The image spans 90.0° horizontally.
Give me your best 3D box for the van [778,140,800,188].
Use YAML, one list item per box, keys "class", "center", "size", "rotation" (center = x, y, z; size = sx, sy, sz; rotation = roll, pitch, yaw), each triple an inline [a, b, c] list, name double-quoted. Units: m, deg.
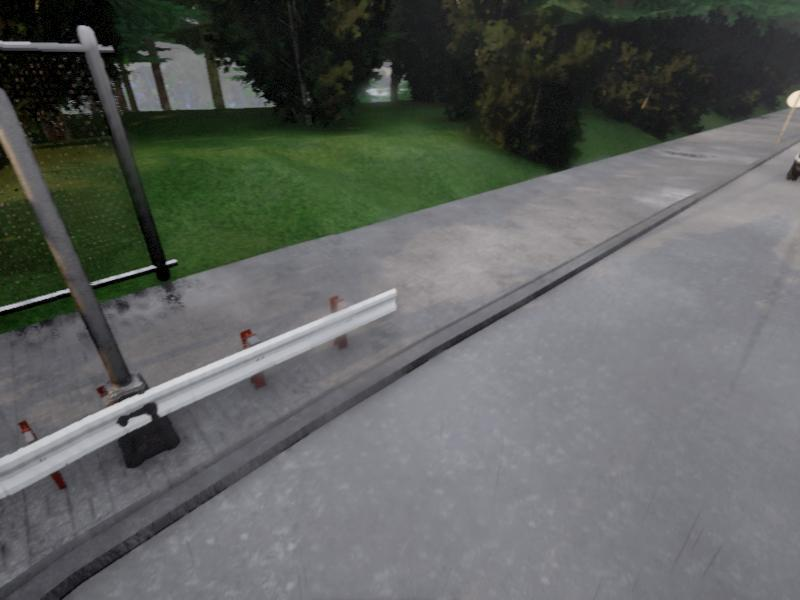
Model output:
- class: "van"
  center: [14.641, -5.270, 12.857]
  size: [5.915, 2.561, 1.988]
  rotation: [-24, 38, -35]
